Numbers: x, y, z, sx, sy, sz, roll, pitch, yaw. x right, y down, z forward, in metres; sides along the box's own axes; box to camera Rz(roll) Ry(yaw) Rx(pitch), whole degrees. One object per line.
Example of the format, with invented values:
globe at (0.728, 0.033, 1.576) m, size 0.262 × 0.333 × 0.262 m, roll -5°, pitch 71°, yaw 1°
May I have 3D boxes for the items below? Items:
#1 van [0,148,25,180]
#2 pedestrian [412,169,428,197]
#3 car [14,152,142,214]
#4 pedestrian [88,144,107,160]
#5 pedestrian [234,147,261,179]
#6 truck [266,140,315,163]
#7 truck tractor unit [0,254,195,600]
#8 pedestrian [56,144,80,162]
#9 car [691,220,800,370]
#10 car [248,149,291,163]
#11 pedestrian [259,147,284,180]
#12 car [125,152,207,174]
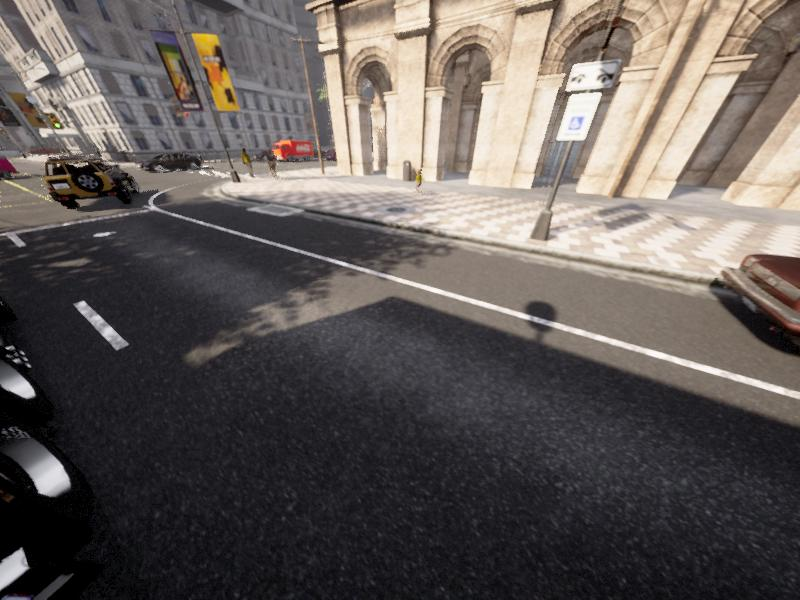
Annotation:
van at (-30.162, -9.148, 15.622) m, size 1.775 × 1.987 × 4.442 m, roll 18°, pitch 38°, yaw 24°
pedestrian at (0.924, -5.568, 10.957) m, size 0.500 × 1.100 × 0.500 m, roll 27°, pitch 43°, yaw 34°
car at (-13.752, -5.461, 10.374) m, size 1.932 × 1.855 × 4.605 m, roll -25°, pitch 41°, yaw -29°
pedestrian at (-42.386, -20.751, 32.364) m, size 0.751 × 1.860 × 0.751 m, roll 16°, pitch 38°, yaw 22°
pedestrian at (-10.591, -9.580, 16.118) m, size 0.751 × 1.860 × 0.751 m, roll 9°, pitch 35°, yaw 12°
truck at (-14.793, -20.429, 31.776) m, size 2.627 × 2.467 × 5.204 m, roll 18°, pitch 37°, yaw 24°
truck tractor unit at (-5.084, -0.328, 0.809) m, size 6.516 × 4.208 × 3.053 m, roll 19°, pitch 39°, yaw 25°
pedestrian at (-41.379, -18.324, 28.815) m, size 0.751 × 1.860 × 0.751 m, roll 15°, pitch 37°, yaw 21°
car at (7.073, 0.419, 2.345) m, size 4.718 × 1.301 × 1.895 m, roll 18°, pitch 38°, yaw 24°
car at (-18.352, -20.506, 32.722) m, size 1.837 × 1.490 × 4.892 m, roll 18°, pitch 38°, yaw 24°
pedestrian at (-8.553, -9.072, 15.382) m, size 0.751 × 1.860 × 0.751 m, roll 26°, pitch 42°, yaw 33°
car at (-21.360, -12.799, 21.434) m, size 1.837 × 1.490 × 4.892 m, roll 13°, pitch 36°, yaw 18°
